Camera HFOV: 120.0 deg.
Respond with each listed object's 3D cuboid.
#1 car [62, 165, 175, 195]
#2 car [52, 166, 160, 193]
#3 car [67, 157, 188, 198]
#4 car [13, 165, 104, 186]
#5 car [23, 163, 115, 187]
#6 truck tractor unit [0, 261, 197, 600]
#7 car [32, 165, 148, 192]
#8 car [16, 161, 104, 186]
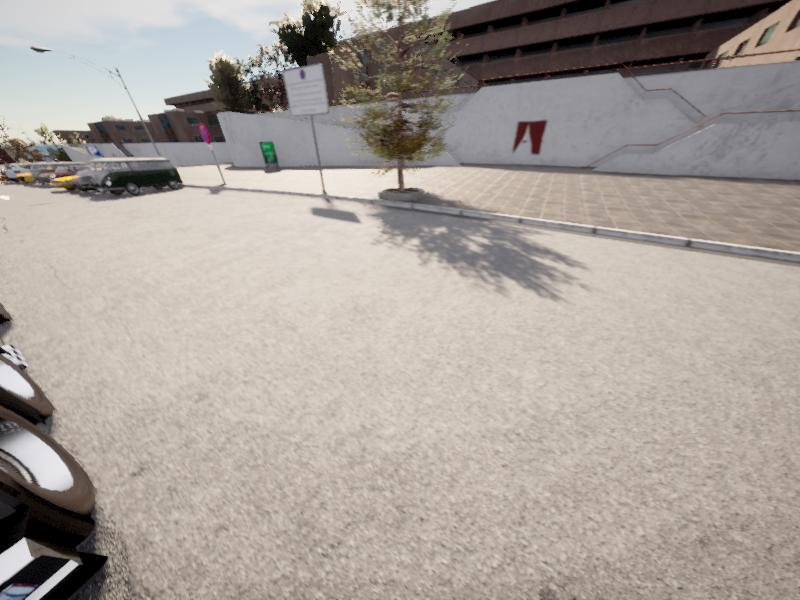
[{"bbox_3d":[-19.765,-8.710,16.636,2.002,1.452,4.674,4,33,10],"label":"car"},{"bbox_3d":[-22.334,-9.449,17.939,2.002,1.452,4.674,4,33,9],"label":"car"},{"bbox_3d":[-17.208,-8.136,15.098,1.878,1.987,4.442,4,33,9],"label":"car"},{"bbox_3d":[-37.770,-14.007,25.866,1.946,1.575,5.366,4,33,10],"label":"car"},{"bbox_3d":[-32.640,-12.553,23.072,2.185,1.767,4.553,4,33,9],"label":"car"},{"bbox_3d":[-5.112,-0.299,0.784,6.516,4.208,3.053,18,39,24],"label":"truck tractor unit"},{"bbox_3d":[-24.944,-10.123,19.059,1.946,1.575,5.366,4,33,9],"label":"car"},{"bbox_3d":[-35.243,-13.297,24.195,1.878,1.987,4.442,4,33,9],"label":"car"}]
